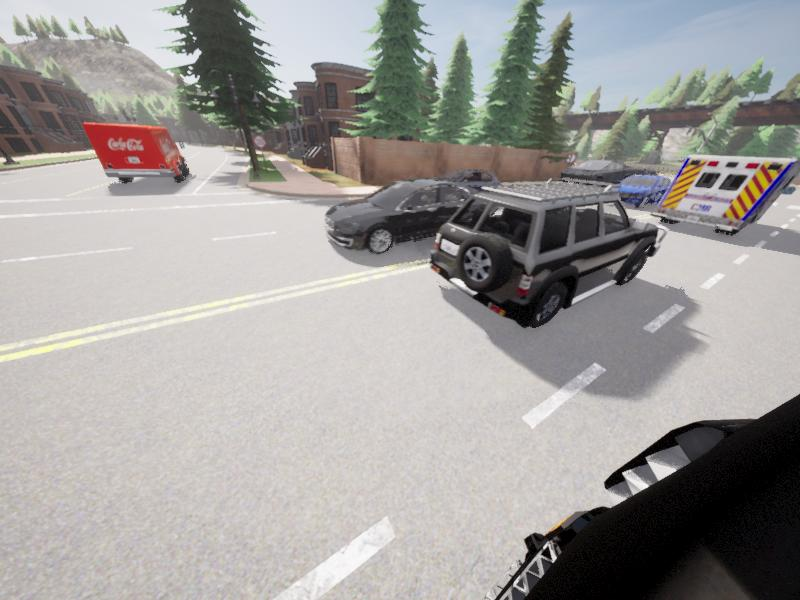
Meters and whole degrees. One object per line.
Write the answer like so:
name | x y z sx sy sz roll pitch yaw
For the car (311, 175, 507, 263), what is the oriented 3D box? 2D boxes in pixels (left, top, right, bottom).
car | 0.387 -2.516 6.459 4.892 1.490 1.837 -16 38 -26

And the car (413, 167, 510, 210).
car | 2.947 -5.484 11.174 4.193 1.474 1.816 -15 38 -26

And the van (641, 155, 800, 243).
van | 13.285 -4.289 9.353 6.366 2.431 2.351 -16 38 -26

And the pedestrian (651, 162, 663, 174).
pedestrian | 48.934 -25.139 43.980 0.751 1.860 0.751 30 42 34

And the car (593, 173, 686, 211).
car | 13.667 -6.262 13.173 5.008 1.535 1.882 -16 38 -26

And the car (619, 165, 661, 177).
car | 41.820 -22.586 40.371 1.895 1.301 4.718 -16 38 -26

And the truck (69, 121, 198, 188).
truck | -13.517 -7.875 12.473 2.627 2.467 5.204 -14 38 -24

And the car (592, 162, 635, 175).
car | 37.450 -23.179 40.711 2.128 1.511 4.902 -16 38 -26

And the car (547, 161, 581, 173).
car | 26.978 -22.003 38.107 1.970 1.475 3.806 -16 38 -26

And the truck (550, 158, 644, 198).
truck | 14.169 -8.863 16.638 6.274 2.098 2.390 -16 38 -26

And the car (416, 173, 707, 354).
car | 2.807 -1.118 4.205 4.605 1.855 1.932 -16 38 -26
